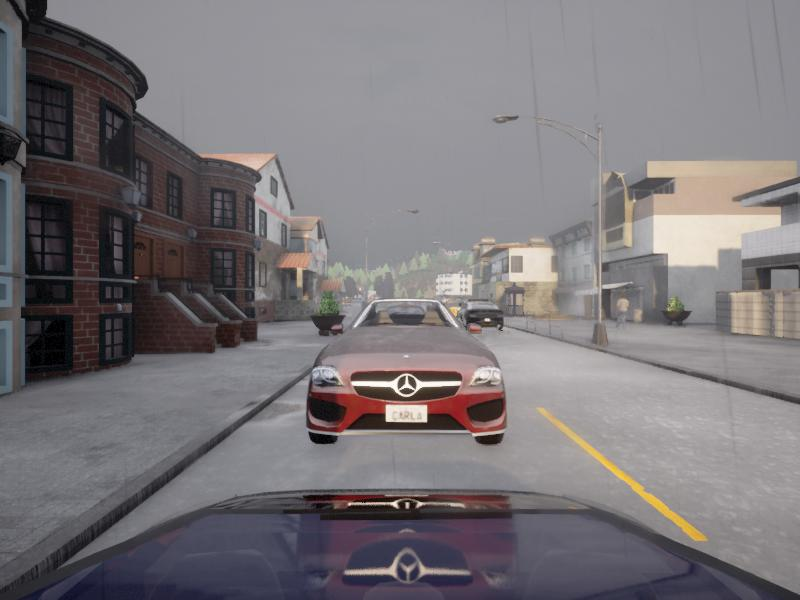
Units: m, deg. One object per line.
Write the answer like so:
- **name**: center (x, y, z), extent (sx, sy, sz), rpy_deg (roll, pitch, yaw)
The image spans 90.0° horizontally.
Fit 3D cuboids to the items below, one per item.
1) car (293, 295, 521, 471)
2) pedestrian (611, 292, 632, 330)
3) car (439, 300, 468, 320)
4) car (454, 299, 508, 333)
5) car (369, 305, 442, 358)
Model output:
- **car**: center (0.089, 0.781, 6.286), extent (2.152, 1.651, 5.027), rpy_deg (0, 0, 1)
- **pedestrian**: center (11.199, 0.547, 20.254), extent (0.751, 1.860, 0.751), rpy_deg (0, 0, 9)
- **car**: center (4.427, 0.800, 33.692), extent (1.801, 1.575, 5.366), rpy_deg (0, 0, 1)
- **car**: center (4.283, 0.771, 22.022), extent (1.930, 1.638, 5.238), rpy_deg (0, 0, 1)
- **car**: center (0.180, 0.895, 13.768), extent (2.033, 1.411, 5.357), rpy_deg (0, 0, 1)
